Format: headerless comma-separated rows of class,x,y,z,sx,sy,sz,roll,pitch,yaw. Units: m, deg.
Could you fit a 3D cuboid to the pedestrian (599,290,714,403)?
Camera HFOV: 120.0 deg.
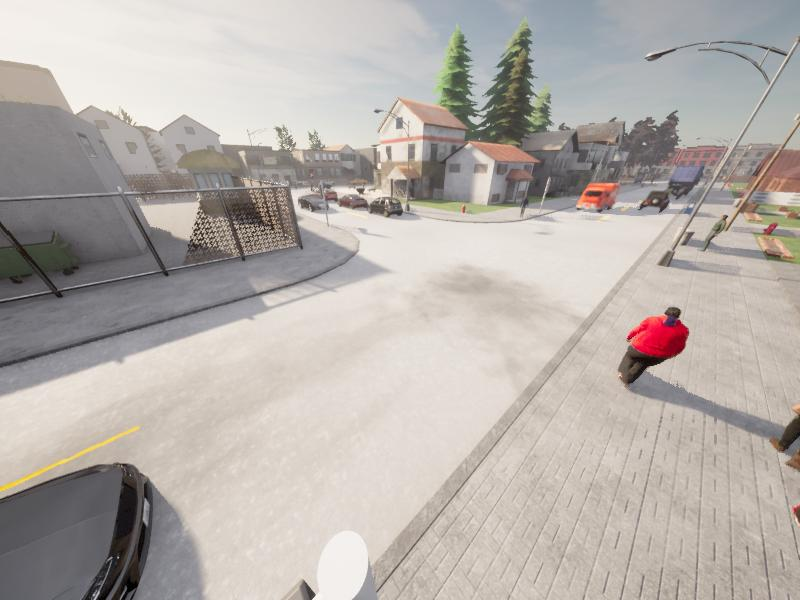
pedestrian,4.692,0.878,4.368,0.751,1.860,0.751,-26,39,-37

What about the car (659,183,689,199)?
car,40.251,-16.051,33.927,4.605,1.855,1.932,-22,37,-34

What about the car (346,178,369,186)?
car,-10.541,-29.400,57.348,5.366,1.575,1.801,-23,37,-34

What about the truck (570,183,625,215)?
truck,20.481,-10.626,23.936,5.204,2.467,2.627,-23,37,-34

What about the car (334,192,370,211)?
car,-5.423,-11.160,25.967,1.994,1.385,4.181,-24,38,-35

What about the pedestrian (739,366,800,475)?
pedestrian,6.000,1.556,3.194,0.751,1.860,0.751,-24,37,-35

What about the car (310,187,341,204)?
car,-9.926,-13.902,30.558,2.007,1.525,4.514,-23,37,-34

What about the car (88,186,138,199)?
car,-42.363,-16.002,34.247,4.193,1.474,1.816,-23,37,-34

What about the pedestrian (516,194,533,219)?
pedestrian,10.668,-8.063,19.856,0.751,1.860,0.751,11,32,18

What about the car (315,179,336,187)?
car,-17.006,-26.646,52.681,3.806,1.475,1.970,-23,37,-34

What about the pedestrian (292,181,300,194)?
pedestrian,-17.787,-19.222,39.391,0.751,1.860,0.751,-16,34,-26

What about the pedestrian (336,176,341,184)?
pedestrian,-15.992,-31.097,59.751,0.751,1.860,0.751,-25,38,-36

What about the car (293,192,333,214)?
car,-9.255,-10.369,24.454,2.128,1.511,4.902,-23,37,-34

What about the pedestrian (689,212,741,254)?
pedestrian,16.017,-3.428,11.827,0.751,1.860,0.751,20,35,30

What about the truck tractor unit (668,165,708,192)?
truck tractor unit,54.567,-23.046,43.724,6.516,4.208,3.053,-23,37,-34

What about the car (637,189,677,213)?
car,27.047,-10.515,24.325,3.866,1.878,1.905,-23,37,-34

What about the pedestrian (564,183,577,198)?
pedestrian,23.994,-15.386,32.539,0.751,1.860,0.751,-25,38,-36

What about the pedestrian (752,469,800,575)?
pedestrian,4.726,2.124,2.210,0.751,1.860,0.751,-22,37,-33

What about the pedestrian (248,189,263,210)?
pedestrian,-14.855,-10.343,23.803,0.751,1.860,0.751,-13,33,-22

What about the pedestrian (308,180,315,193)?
pedestrian,-14.858,-18.971,38.730,0.751,1.860,0.751,-15,33,-25

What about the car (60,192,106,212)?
car,-33.330,-10.450,24.440,1.816,1.474,4.193,-23,37,-34

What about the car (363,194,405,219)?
car,-1.531,-8.899,21.812,1.851,1.617,3.988,-23,37,-34

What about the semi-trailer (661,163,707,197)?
semi-trailer,48.506,-20.595,39.257,14.254,4.402,2.717,-23,37,-34

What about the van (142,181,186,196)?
van,-37.917,-18.056,37.293,4.442,1.987,1.775,-22,37,-33

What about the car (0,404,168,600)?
car,-4.609,2.940,1.439,4.193,1.474,1.816,-23,37,-34
